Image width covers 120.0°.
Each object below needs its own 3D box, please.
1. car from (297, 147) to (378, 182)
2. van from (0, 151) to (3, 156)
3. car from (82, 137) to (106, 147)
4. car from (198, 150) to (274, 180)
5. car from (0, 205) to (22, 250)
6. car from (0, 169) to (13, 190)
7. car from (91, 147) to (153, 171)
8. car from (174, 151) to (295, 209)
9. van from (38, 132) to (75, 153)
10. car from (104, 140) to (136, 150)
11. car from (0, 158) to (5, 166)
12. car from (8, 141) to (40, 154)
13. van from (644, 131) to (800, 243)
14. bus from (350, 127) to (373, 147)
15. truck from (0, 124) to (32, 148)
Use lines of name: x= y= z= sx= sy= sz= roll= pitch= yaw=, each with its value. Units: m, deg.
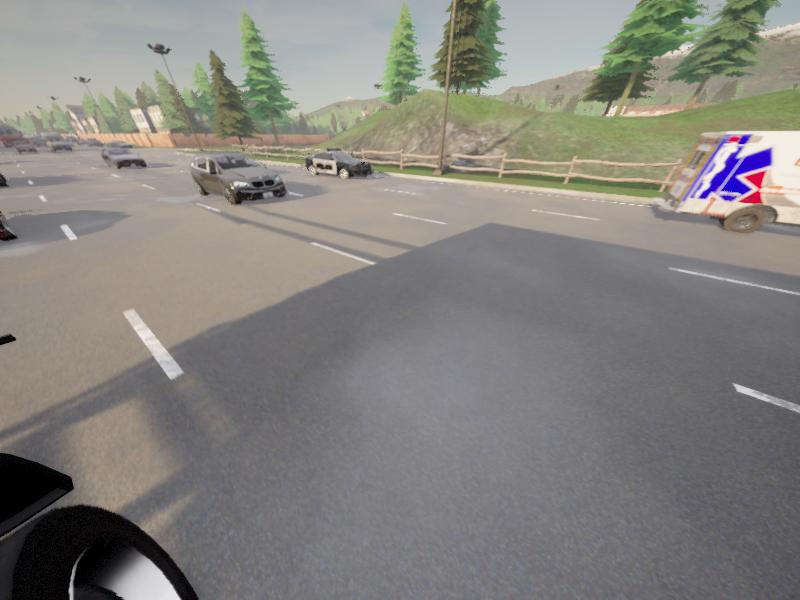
car: x=-4.146 y=-9.075 z=15.306 sx=5.238 sy=1.638 sz=1.930 roll=22 pitch=41 yaw=28
van: x=-54.517 y=-20.111 z=29.780 sx=6.366 sy=2.431 sz=2.351 roll=22 pitch=41 yaw=28
car: x=-69.583 y=-35.855 z=52.505 sx=4.553 sy=1.767 sz=2.097 roll=22 pitch=41 yaw=28
car: x=-11.407 y=-9.474 z=16.016 sx=5.357 sy=1.411 sz=2.033 roll=22 pitch=41 yaw=28
car: x=-11.682 y=-2.127 z=5.621 sx=4.181 sy=1.385 sz=1.994 roll=22 pitch=40 yaw=27
car: x=-22.329 y=-6.638 z=11.694 sx=5.027 sy=1.651 sz=2.152 roll=22 pitch=41 yaw=28
car: x=-23.210 y=-11.830 z=19.241 sx=5.357 sy=1.411 sz=2.033 roll=22 pitch=41 yaw=28
car: x=-7.128 y=-5.376 z=10.012 sx=4.611 sy=1.667 sz=2.242 roll=22 pitch=41 yaw=28
van: x=-55.160 y=-25.345 z=37.096 sx=5.915 sy=2.561 sz=1.988 roll=22 pitch=41 yaw=28
car: x=-54.400 y=-30.140 z=44.893 sx=5.357 sy=1.411 sz=2.033 roll=15 pitch=38 yaw=20
car: x=-37.319 y=-12.701 z=20.265 sx=4.792 sy=1.488 sz=2.163 roll=22 pitch=41 yaw=28
car: x=-54.758 y=-22.305 z=33.666 sx=3.633 sy=1.501 sz=1.845 roll=22 pitch=41 yaw=28
van: x=11.561 y=-2.982 z=6.139 sx=6.366 sy=2.431 sz=2.351 roll=22 pitch=41 yaw=28
bus: x=-10.880 y=-45.672 z=64.843 sx=3.944 sy=4.253 sz=10.273 roll=-12 pitch=37 yaw=-17
truck: x=-80.027 y=-33.563 z=47.383 sx=8.468 sy=3.827 sz=2.891 roll=22 pitch=41 yaw=28
